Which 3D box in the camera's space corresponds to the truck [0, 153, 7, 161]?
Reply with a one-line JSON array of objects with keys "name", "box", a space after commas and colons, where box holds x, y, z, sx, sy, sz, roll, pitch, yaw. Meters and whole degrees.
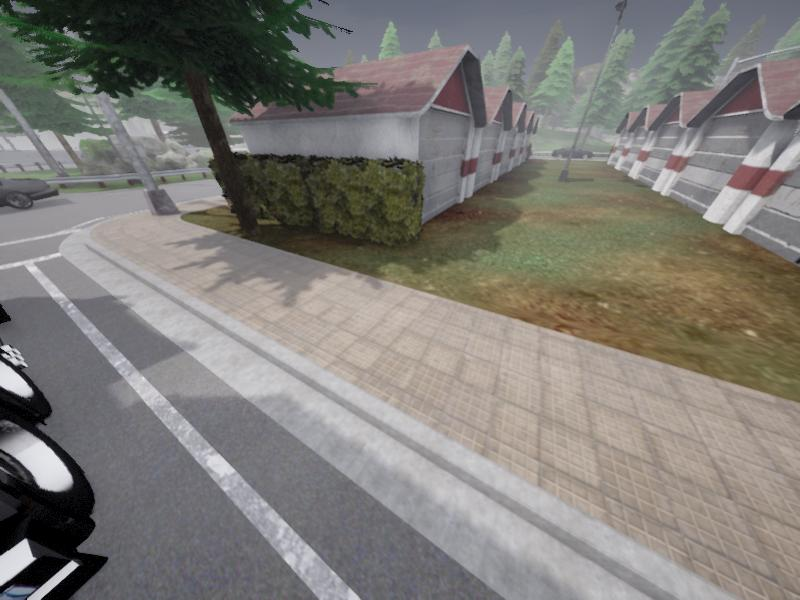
[{"name": "truck", "box": [-64.304, -21.444, 32.283, 2.891, 3.827, 8.468, 18, 39, 25]}]

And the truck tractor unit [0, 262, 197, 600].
[{"name": "truck tractor unit", "box": [-5.105, -0.308, 0.780, 6.516, 4.208, 3.053, 19, 39, 24]}]

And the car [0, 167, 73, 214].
[{"name": "car", "box": [-16.905, -3.774, 8.463, 2.033, 1.411, 5.357, 8, 36, 11]}]
